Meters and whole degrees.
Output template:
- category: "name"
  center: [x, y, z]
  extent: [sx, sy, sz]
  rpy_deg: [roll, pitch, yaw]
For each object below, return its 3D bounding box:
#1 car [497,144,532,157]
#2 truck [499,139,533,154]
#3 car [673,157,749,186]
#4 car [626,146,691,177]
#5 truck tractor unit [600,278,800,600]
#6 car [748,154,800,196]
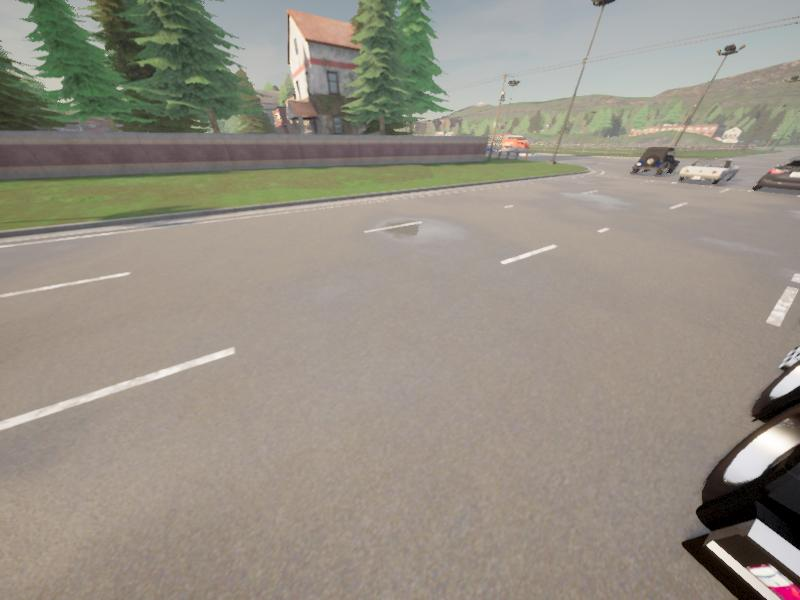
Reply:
- category: "car"
  center: [19.846, -26.199, 40.374]
  extent: [2.152, 1.651, 5.027]
  rpy_deg: [-19, 39, -25]
- category: "truck"
  center: [23.302, -31.021, 46.594]
  extent: [2.627, 2.467, 5.204]
  rpy_deg: [-19, 39, -25]
- category: "car"
  center: [20.995, -8.740, 15.593]
  extent: [4.718, 1.301, 1.895]
  rpy_deg: [-18, 39, -25]
- category: "car"
  center: [20.881, -11.266, 18.699]
  extent: [3.866, 1.878, 1.905]
  rpy_deg: [-18, 39, -25]
- category: "truck tractor unit"
  center: [5.132, -0.280, 0.743]
  extent: [6.516, 4.208, 3.053]
  rpy_deg: [-17, 39, -23]
- category: "car"
  center: [22.237, -6.987, 12.755]
  extent: [4.611, 1.667, 2.242]
  rpy_deg: [-18, 39, -25]
